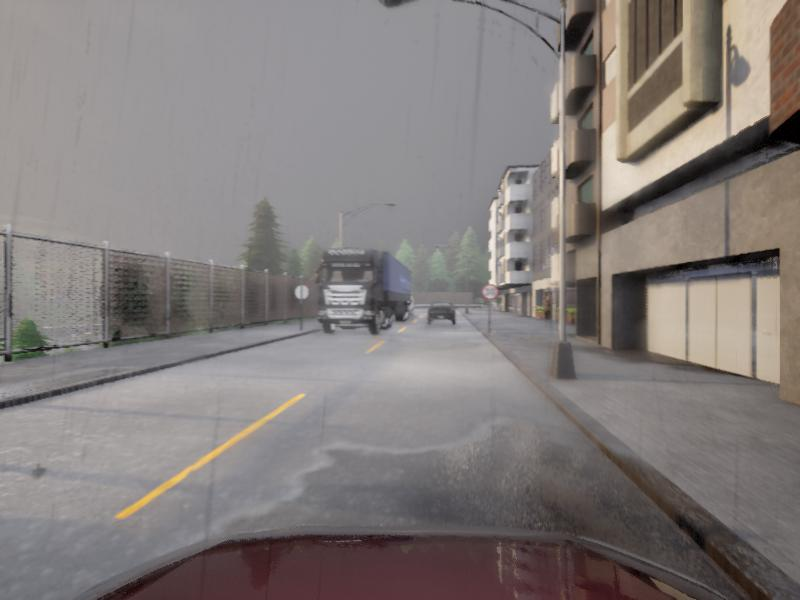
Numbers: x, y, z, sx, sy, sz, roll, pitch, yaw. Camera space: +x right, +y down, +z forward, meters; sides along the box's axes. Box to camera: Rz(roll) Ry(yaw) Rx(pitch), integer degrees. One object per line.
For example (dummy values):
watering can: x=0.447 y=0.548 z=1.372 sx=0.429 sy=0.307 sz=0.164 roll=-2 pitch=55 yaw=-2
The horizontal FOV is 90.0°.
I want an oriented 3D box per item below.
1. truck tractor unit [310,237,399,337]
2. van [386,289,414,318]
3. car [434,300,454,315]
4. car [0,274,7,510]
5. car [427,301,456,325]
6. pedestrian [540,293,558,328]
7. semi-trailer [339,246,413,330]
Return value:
truck tractor unit: x=-1.989 y=-0.524 z=20.350 sx=3.053 sy=4.208 sz=6.516 roll=0 pitch=0 yaw=7
van: x=0.096 y=0.333 z=38.100 sx=1.988 sy=2.561 sz=5.915 roll=0 pitch=0 yaw=6
car: x=4.978 y=0.798 z=45.402 sx=2.152 sy=1.651 sz=5.027 roll=0 pitch=0 yaw=7
car: x=-4.287 y=0.686 z=0.892 sx=2.097 sy=1.767 sz=4.553 roll=0 pitch=0 yaw=7
car: x=2.929 y=0.855 z=27.964 sx=1.837 sy=1.490 sz=4.892 roll=0 pitch=0 yaw=7
pedestrian: x=7.929 y=0.553 z=21.286 sx=0.751 sy=1.860 sz=0.751 roll=0 pitch=0 yaw=9
semi-trailer: x=-1.067 y=-0.615 z=28.205 sx=2.717 sy=4.402 sz=14.254 roll=0 pitch=0 yaw=7
